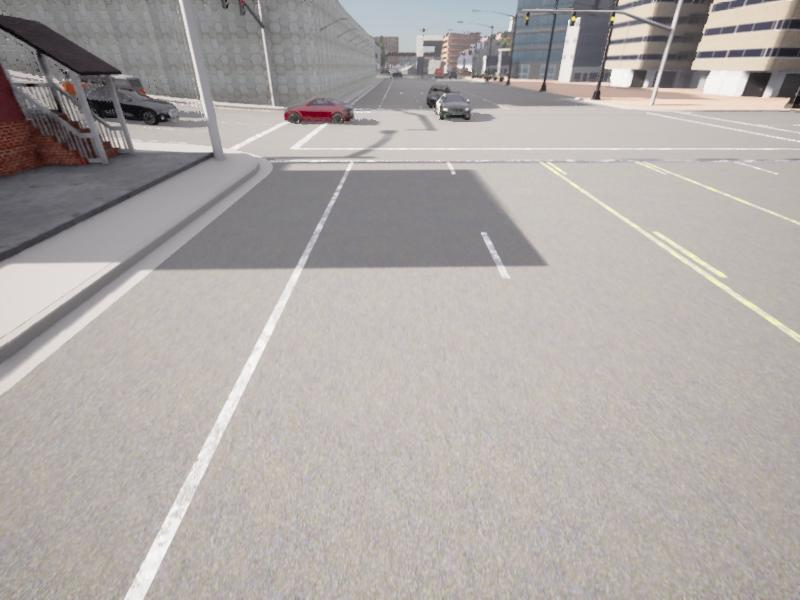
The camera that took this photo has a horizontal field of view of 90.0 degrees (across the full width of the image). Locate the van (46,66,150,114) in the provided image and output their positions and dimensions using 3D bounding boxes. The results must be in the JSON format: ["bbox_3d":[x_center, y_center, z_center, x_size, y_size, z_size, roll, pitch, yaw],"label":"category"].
[{"bbox_3d":[-18.100,-12.719,24.253,4.442,1.987,1.775,5,30,-5],"label":"van"}]

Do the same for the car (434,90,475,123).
[{"bbox_3d":[3.509,-12.988,26.696,2.038,1.542,4.974,0,31,0],"label":"car"}]

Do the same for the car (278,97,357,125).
[{"bbox_3d":[-4.943,-11.580,24.454,4.181,1.385,1.994,3,30,5],"label":"car"}]

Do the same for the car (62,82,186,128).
[{"bbox_3d":[-14.575,-10.458,21.406,4.856,1.649,2.033,4,30,-3],"label":"car"}]

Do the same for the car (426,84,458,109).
[{"bbox_3d":[3.509,-17.478,34.240,2.242,1.667,4.611,0,30,0],"label":"car"}]
